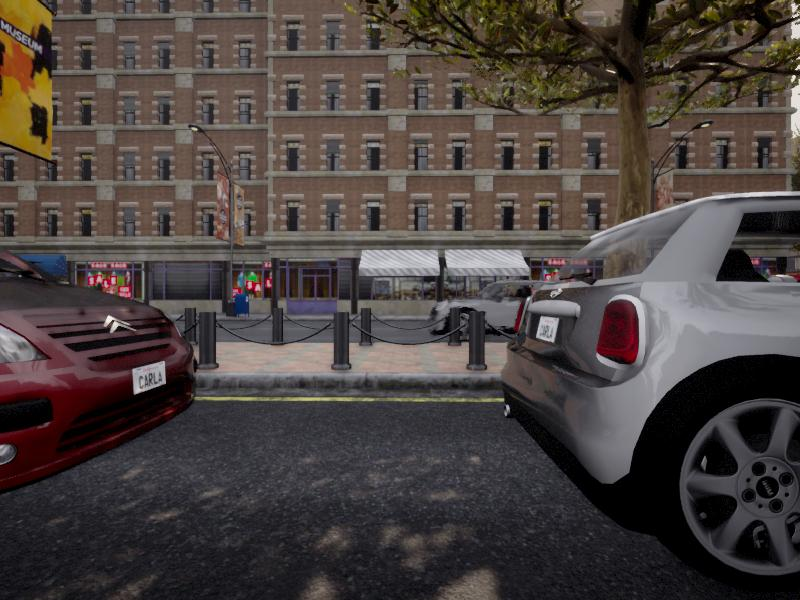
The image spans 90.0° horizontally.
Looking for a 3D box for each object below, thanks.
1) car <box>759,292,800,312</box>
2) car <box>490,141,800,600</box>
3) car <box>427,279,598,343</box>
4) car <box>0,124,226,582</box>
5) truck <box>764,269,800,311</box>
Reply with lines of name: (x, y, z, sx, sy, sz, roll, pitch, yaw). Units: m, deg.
car: (34.548, 0.171, 34.748, 1.930, 1.638, 5.238, 0, 0, 0)
car: (2.600, 0.253, 2.173, 3.806, 1.475, 1.970, 0, 0, 1)
car: (2.634, 0.253, 10.170, 3.806, 1.475, 1.970, 0, 0, 1)
car: (-3.390, 0.188, 2.287, 3.988, 1.617, 1.851, 0, 0, 1)
truck: (38.063, -0.920, 36.045, 2.891, 3.827, 8.468, 0, 0, 1)
